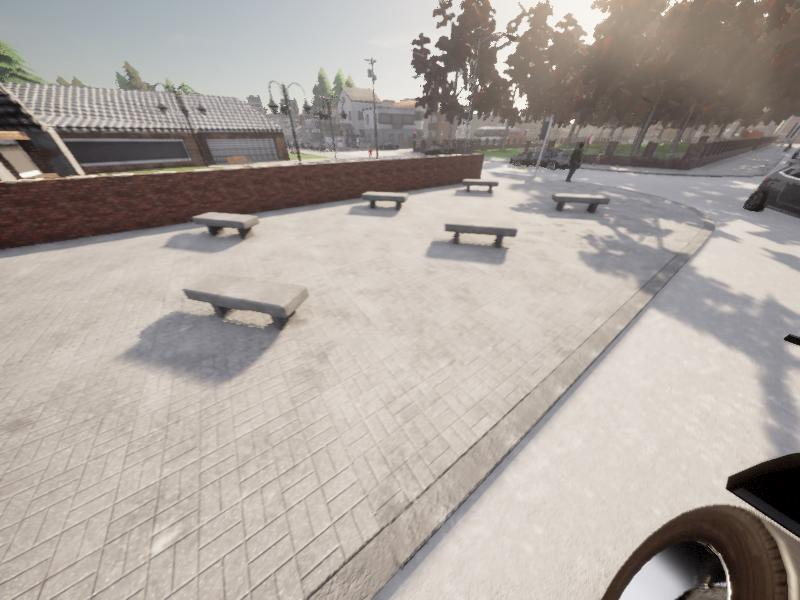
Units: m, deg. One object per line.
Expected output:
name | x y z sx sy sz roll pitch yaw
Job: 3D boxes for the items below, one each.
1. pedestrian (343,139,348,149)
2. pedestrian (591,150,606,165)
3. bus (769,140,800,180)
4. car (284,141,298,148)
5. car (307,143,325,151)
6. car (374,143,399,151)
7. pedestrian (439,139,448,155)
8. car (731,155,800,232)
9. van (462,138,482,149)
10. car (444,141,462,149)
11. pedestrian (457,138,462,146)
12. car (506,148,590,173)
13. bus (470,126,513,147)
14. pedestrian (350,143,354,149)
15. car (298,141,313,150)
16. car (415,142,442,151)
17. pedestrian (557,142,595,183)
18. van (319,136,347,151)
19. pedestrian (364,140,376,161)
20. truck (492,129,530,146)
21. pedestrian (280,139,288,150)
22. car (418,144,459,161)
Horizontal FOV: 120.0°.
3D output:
pedestrian | -11.765 -33.548 49.732 0.751 1.860 0.751 -16 38 -21
pedestrian | 17.436 -12.504 20.293 0.500 1.100 0.500 -22 41 -28
bus | 28.881 -10.312 14.575 10.273 4.253 3.944 -22 41 -28
car | -28.934 -41.228 61.295 2.163 1.488 4.792 -22 41 -28
car | -17.398 -31.770 47.889 1.994 1.385 4.181 -22 41 -28
car | -2.637 -31.057 46.812 4.718 1.301 1.895 -21 40 -27
pedestrian | 6.264 -21.929 33.088 0.751 1.860 0.751 -23 41 -29
car | 12.740 -2.857 6.390 2.242 1.667 4.611 18 39 22
van | 16.607 -36.207 53.341 4.442 1.987 1.775 -24 41 -29
car | 11.644 -34.050 50.724 3.633 1.501 1.845 -23 41 -29
pedestrian | 15.566 -41.415 60.601 0.751 1.860 0.751 -29 44 -34
car | 11.841 -11.592 19.016 2.033 1.411 5.357 -20 40 -26
bus | 23.827 -42.563 60.319 10.273 4.253 3.944 -18 39 -23
pedestrian | -10.522 -33.692 50.547 0.500 1.100 0.500 -22 41 -27
car | -21.461 -35.157 52.517 1.851 1.617 3.988 -22 41 -28
car | 5.856 -31.807 47.714 5.357 1.411 2.033 -21 40 -27
pedestrian | 9.445 -7.413 12.474 0.751 1.860 0.751 -9 36 -11
van | -13.860 -32.231 47.593 2.351 2.431 6.366 -28 44 -33
pedestrian | -3.212 -16.006 24.778 0.751 1.860 0.751 -27 43 -33
truck | 30.799 -45.203 64.368 8.468 3.827 2.891 17 39 23
pedestrian | -24.320 -32.560 48.420 0.751 1.860 0.751 -22 41 -27
car | 4.483 -17.878 27.864 1.882 1.535 5.008 -22 41 -28
